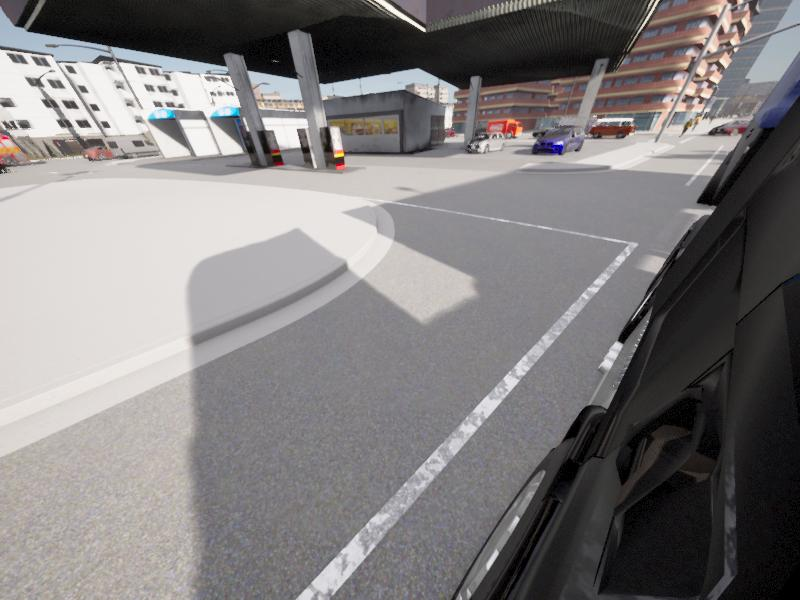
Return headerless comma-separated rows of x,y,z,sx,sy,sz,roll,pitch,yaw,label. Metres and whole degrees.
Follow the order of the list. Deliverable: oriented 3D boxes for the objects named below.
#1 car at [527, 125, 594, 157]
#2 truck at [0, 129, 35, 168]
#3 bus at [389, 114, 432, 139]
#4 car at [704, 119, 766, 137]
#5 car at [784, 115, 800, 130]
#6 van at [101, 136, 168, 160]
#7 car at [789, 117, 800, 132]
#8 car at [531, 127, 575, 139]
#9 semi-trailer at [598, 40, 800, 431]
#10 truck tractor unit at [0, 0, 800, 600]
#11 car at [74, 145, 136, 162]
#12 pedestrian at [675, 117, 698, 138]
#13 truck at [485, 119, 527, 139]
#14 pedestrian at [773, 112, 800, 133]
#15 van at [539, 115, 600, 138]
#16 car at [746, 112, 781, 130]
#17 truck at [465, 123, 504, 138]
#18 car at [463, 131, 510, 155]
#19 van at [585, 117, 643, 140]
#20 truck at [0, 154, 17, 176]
11.957,-11.927,17.234,4.611,1.667,2.242,-28,44,-30,car
-49.857,-16.837,26.079,2.891,3.827,8.468,-2,37,1,truck
2.262,-40.839,54.524,3.944,4.253,10.273,-29,45,-31,bus
37.570,-19.354,25.996,4.181,1.385,1.994,-9,37,-9,car
53.104,-23.394,30.323,4.792,1.488,2.163,-28,44,-30,car
-38.474,-22.407,33.879,1.988,2.561,5.915,5,37,10,van
47.714,-20.554,26.733,5.238,1.638,1.930,-29,44,-30,car
21.689,-23.788,32.979,1.895,1.301,4.718,-29,44,-31,car
8.691,-3.612,4.232,14.254,4.402,2.717,-28,44,-30,semi-trailer
2.645,-0.295,0.352,6.516,4.208,3.053,-28,44,-30,truck tractor unit
-42.282,-21.237,33.320,2.152,1.651,5.027,3,37,8,car
31.963,-19.279,25.797,0.751,1.860,0.751,-28,44,-30,pedestrian
16.880,-27.418,37.151,2.627,2.467,5.204,-29,44,-30,truck
42.730,-19.576,25.517,0.751,1.860,0.751,-25,42,-27,pedestrian
24.711,-25.426,34.034,2.351,2.431,6.366,-29,44,-30,van
51.091,-25.219,32.556,4.605,1.855,1.932,-28,44,-30,car
15.547,-31.342,42.787,2.390,2.098,6.274,-29,44,-30,truck
7.686,-14.010,20.555,3.806,1.475,1.970,-28,44,-30,car
26.179,-21.072,28.446,2.069,2.038,4.480,-29,44,-31,van
-37.439,-11.320,19.368,2.390,2.098,6.274,-17,39,-18,truck
